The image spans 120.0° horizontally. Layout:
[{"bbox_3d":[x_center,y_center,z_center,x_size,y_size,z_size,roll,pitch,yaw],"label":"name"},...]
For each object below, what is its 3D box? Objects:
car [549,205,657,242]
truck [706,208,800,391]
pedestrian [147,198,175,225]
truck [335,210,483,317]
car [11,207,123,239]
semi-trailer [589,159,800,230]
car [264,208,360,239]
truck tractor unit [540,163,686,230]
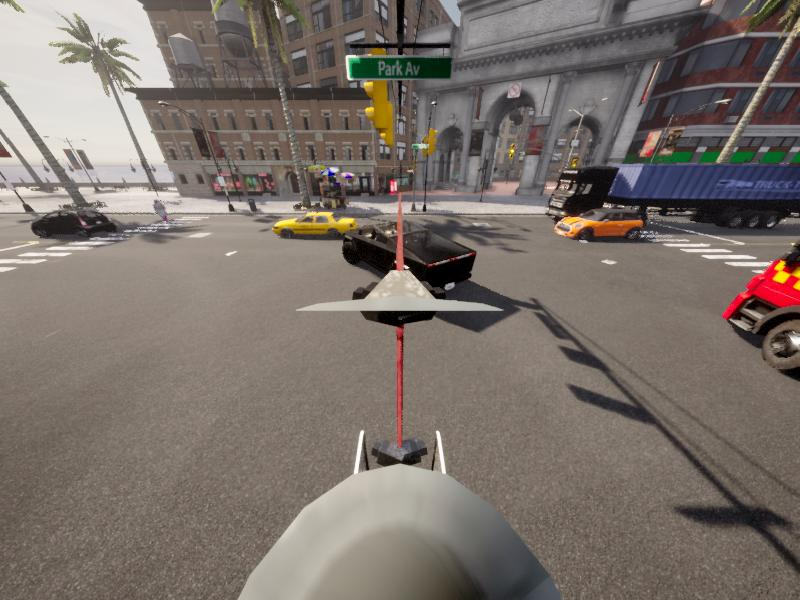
[{"bbox_3d":[12.649,-4.923,14.735,4.553,1.767,2.097,-1,30,-2],"label":"car"},{"bbox_3d":[9.079,1.284,1.959,2.891,3.827,8.468,9,31,15],"label":"truck"},{"bbox_3d":[-18.652,-6.909,18.064,0.751,1.860,0.751,-16,34,-26],"label":"pedestrian"},{"bbox_3d":[-0.177,-2.011,9.390,2.390,2.098,6.274,-19,35,-29],"label":"truck"},{"bbox_3d":[-21.611,-5.079,15.196,3.988,1.617,1.851,1,30,1],"label":"car"},{"bbox_3d":[23.071,-7.774,17.056,14.254,4.402,2.717,1,30,1],"label":"semi-trailer"},{"bbox_3d":[-5.527,-5.019,15.118,5.366,1.575,1.801,0,30,1],"label":"car"},{"bbox_3d":[15.161,-7.783,17.271,6.516,4.208,3.053,1,30,1],"label":"truck tractor unit"}]
